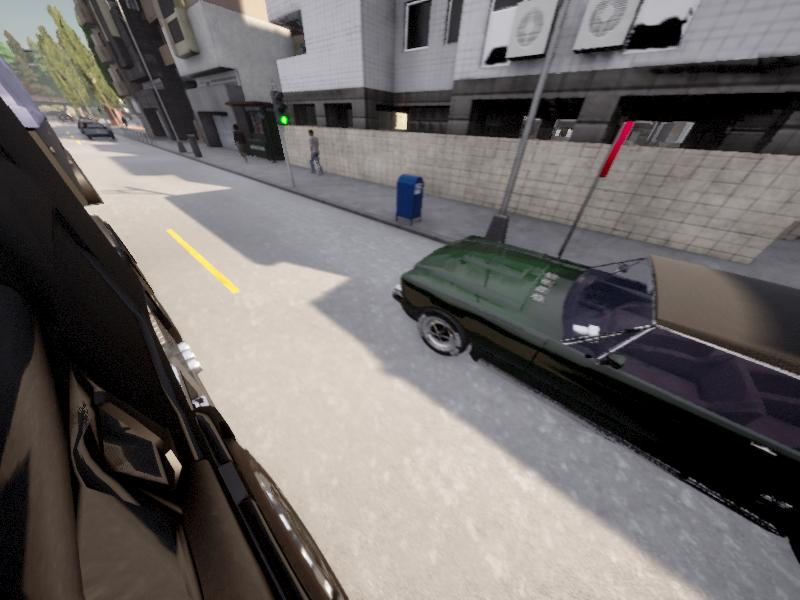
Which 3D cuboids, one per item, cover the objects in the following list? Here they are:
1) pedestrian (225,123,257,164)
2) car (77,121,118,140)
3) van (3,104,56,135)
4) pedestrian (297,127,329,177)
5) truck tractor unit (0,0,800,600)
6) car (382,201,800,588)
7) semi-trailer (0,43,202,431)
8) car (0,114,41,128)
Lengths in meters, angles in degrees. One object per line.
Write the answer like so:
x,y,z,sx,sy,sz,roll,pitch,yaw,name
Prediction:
-9.126,-8.993,13.292,0.751,1.860,0.751,26,43,28,pedestrian
-31.458,-17.607,24.010,4.181,1.385,1.994,30,45,31,car
-41.736,-20.451,26.188,5.915,2.561,1.988,28,44,30,van
-4.019,-6.875,10.785,0.751,1.860,0.751,19,40,21,pedestrian
-2.645,-0.295,0.352,6.516,4.208,3.053,28,44,30,truck tractor unit
2.201,0.361,2.218,4.718,1.301,1.895,28,44,30,car
-8.702,-3.603,4.224,14.254,4.402,2.717,28,44,30,semi-trailer
-55.473,-25.466,32.907,1.816,1.474,4.193,21,41,22,car
